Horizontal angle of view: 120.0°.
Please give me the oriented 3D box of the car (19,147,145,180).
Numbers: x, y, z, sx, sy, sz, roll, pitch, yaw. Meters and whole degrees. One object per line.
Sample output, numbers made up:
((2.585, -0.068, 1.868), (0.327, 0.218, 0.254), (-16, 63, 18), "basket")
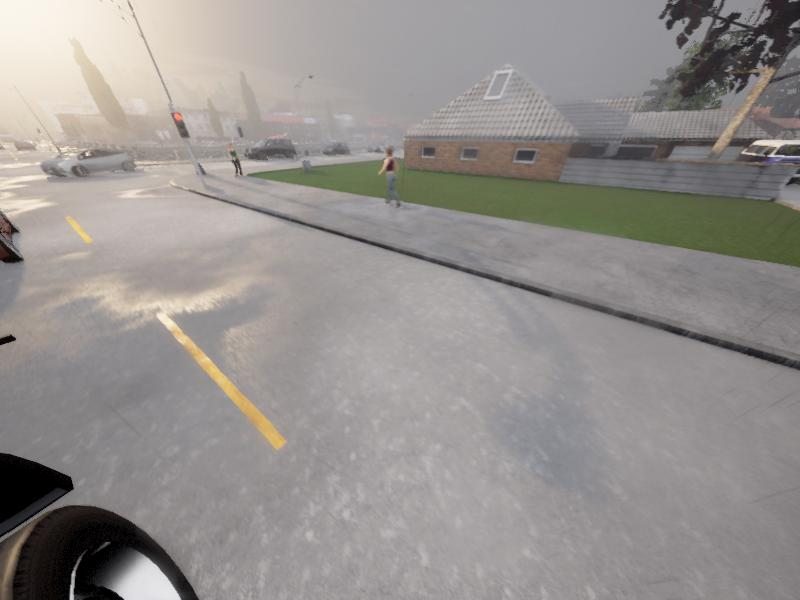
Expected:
((-20.810, -9.269, 15.539), (2.007, 1.525, 4.514), (4, 35, 5), "car")

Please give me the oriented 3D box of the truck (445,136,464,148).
((14.095, -40.556, 59.378), (2.627, 2.467, 5.204), (22, 41, 28), "truck")

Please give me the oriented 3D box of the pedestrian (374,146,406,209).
((-0.329, -4.355, 8.245), (0.751, 1.860, 0.751), (23, 41, 28), "pedestrian")

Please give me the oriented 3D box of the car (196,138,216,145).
((-57.839, -47.254, 68.983), (1.851, 1.617, 3.988), (22, 41, 28), "car")

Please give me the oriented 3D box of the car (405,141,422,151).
((2.695, -30.836, 46.295), (1.789, 1.549, 3.705), (22, 41, 28), "car")

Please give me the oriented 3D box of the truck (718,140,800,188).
((21.579, -8.035, 13.388), (2.069, 2.038, 4.478), (22, 41, 28), "truck")

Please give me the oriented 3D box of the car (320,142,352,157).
((-8.966, -21.299, 32.627), (1.851, 1.617, 3.988), (22, 41, 28), "car")

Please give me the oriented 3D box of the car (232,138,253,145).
((-51.821, -52.205, 76.023), (1.930, 1.638, 5.238), (22, 41, 28), "car")

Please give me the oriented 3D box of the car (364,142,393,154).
((-3.502, -25.748, 39.043), (2.038, 1.542, 4.974), (22, 41, 28), "car")

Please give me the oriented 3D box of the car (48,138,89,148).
((-73.296, -34.774, 51.139), (2.152, 1.651, 5.027), (26, 42, 31), "car")

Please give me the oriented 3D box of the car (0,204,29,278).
((-10.064, -1.614, 4.774), (5.008, 1.535, 1.882), (23, 41, 28), "car")

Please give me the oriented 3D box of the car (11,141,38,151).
((-66.607, -27.376, 40.934), (4.181, 1.385, 1.994), (22, 41, 28), "car")

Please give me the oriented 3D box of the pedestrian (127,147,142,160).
((-27.947, -15.404, 24.303), (0.500, 1.100, 0.500), (22, 41, 28), "pedestrian")

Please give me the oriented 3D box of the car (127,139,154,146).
((-66.280, -40.329, 59.091), (1.851, 1.617, 3.988), (22, 41, 28), "car")

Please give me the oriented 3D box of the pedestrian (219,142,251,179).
((-9.850, -8.342, 13.812), (0.751, 1.860, 0.751), (22, 41, 28), "pedestrian")

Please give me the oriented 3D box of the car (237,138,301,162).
((-14.501, -16.946, 26.031), (2.150, 2.045, 5.566), (22, 40, 28), "car")
